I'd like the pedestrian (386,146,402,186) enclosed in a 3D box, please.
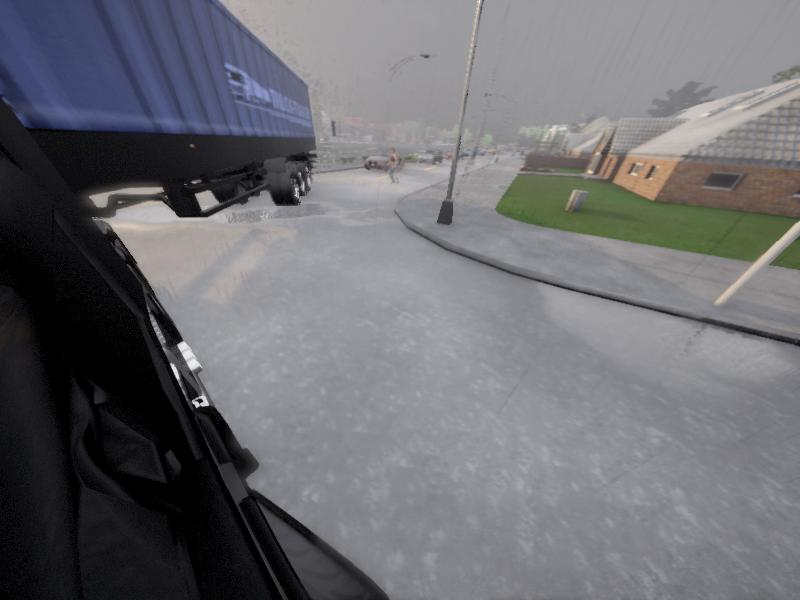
[{"bbox_3d":[-0.370,-7.598,13.110,0.751,1.860,0.751,-4,35,-11],"label":"pedestrian"}]

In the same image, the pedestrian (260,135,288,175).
[{"bbox_3d":[-7.313,-8.441,13.477,0.751,1.860,0.751,16,37,17],"label":"pedestrian"}]

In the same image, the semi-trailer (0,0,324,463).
[{"bbox_3d":[-4.833,-4.597,6.153,2.717,4.402,14.254,-3,35,-7],"label":"semi-trailer"}]

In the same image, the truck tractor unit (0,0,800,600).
[{"bbox_3d":[-2.645,-0.295,0.352,6.516,4.208,3.053,28,44,30],"label":"truck tractor unit"}]

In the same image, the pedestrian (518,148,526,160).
[{"bbox_3d":[24.044,-28.748,45.541,0.751,1.860,0.751,14,36,14],"label":"pedestrian"}]

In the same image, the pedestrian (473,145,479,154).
[{"bbox_3d":[20.393,-40.478,62.063,0.751,1.860,0.751,26,41,29],"label":"pedestrian"}]

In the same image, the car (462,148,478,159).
[{"bbox_3d":[13.159,-27.654,43.541,1.816,1.474,4.193,18,37,20],"label":"car"}]

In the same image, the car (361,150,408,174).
[{"bbox_3d":[-1.191,-11.577,19.225,1.994,1.385,4.181,18,37,20],"label":"car"}]

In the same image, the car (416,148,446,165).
[{"bbox_3d":[3.763,-17.173,27.580,2.007,1.525,4.514,18,37,20],"label":"car"}]

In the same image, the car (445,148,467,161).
[{"bbox_3d":[8.765,-22.764,36.070,2.007,1.525,4.514,18,37,20],"label":"car"}]
